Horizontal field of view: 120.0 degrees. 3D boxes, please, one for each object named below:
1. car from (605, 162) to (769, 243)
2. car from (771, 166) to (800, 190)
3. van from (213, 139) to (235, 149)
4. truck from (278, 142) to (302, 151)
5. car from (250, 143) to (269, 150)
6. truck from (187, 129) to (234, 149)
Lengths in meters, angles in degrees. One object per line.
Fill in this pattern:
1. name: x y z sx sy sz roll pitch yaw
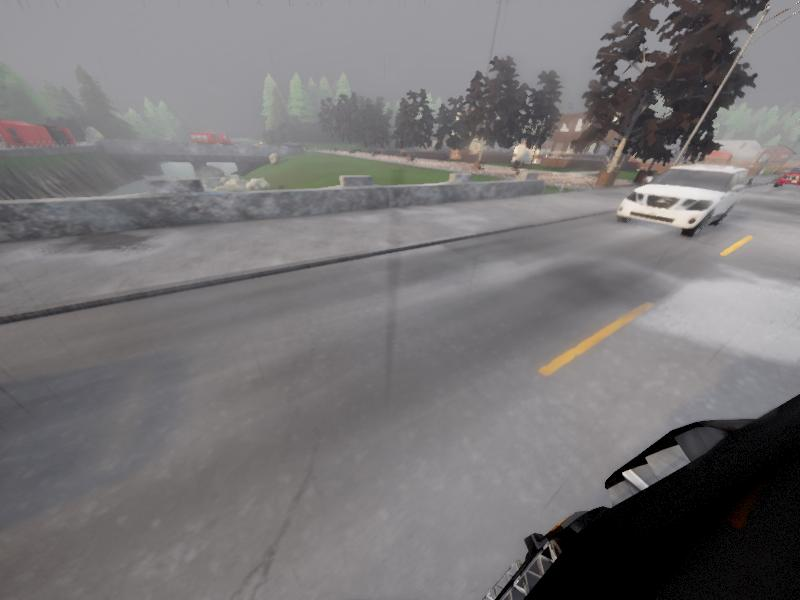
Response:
1. car: 10.758 -3.894 8.681 5.566 2.045 2.150 -17 38 -26
2. car: 42.892 -13.111 24.721 5.566 2.045 2.150 -16 38 -26
3. van: -49.745 -44.063 65.264 4.442 1.987 1.775 -16 38 -26
4. truck: -34.656 -48.467 72.807 6.274 2.098 2.390 -16 38 -26
5. car: -42.177 -46.028 69.216 4.514 1.525 2.007 -16 38 -26
6. truck: -49.614 -42.302 60.950 8.468 3.827 2.891 -16 38 -26
